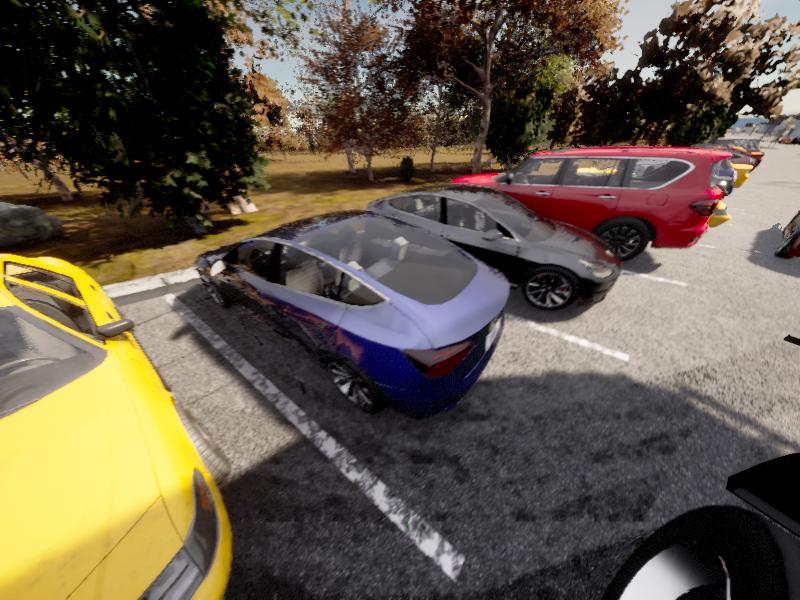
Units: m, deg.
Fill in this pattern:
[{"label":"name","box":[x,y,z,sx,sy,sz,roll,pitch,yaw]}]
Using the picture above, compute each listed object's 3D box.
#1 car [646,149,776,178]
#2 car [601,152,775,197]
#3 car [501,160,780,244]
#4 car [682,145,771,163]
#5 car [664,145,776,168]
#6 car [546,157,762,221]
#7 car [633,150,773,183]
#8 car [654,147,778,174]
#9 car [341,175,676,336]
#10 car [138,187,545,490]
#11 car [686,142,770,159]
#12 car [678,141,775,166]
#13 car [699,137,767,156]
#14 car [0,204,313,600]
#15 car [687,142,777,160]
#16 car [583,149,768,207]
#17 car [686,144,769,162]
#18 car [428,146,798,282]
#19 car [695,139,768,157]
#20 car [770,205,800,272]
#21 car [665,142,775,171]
[{"label":"car","box":[20.701,-9.452,15.848,4.792,1.488,2.163,20,39,27]},{"label":"car","box":[13.514,-6.414,11.554,5.008,1.535,2.097,21,40,28]},{"label":"car","box":[6.414,-3.356,7.273,5.366,1.575,1.946,21,40,29]},{"label":"car","box":[32.391,-14.714,23.225,4.674,1.452,2.002,19,39,26]},{"label":"car","box":[27.575,-12.674,20.305,5.366,1.575,1.946,19,40,27]},{"label":"car","box":[8.688,-4.404,8.749,4.892,1.521,2.231,21,40,28]},{"label":"car","box":[18.264,-8.438,14.434,4.792,1.488,2.163,20,40,28]},{"label":"car","box":[23.040,-10.518,17.287,5.008,1.535,2.097,20,40,27]},{"label":"car","box":[1.414,-1.390,4.592,4.792,1.488,2.163,21,40,29]},{"label":"car","box":[-1.079,-0.413,3.232,4.792,1.488,2.163,21,41,29]},{"label":"car","box":[39.128,-18.057,27.835,5.366,1.575,1.946,18,39,25]},{"label":"car","box":[30.090,-13.773,21.623,4.553,1.767,2.185,19,39,26]},{"label":"car","box":[43.930,-20.366,30.673,4.442,1.987,1.878,17,38,25]},{"label":"car","box":[-3.340,0.618,1.730,5.366,1.575,1.946,21,40,29]},{"label":"car","box":[37.159,-16.864,26.152,5.366,1.575,1.946,18,39,26]},{"label":"car","box":[11.125,-5.503,10.066,4.553,1.767,2.185,21,40,28]},{"label":"car","box":[34.700,-15.792,24.733,4.674,1.452,2.002,18,39,26]},{"label":"car","box":[3.799,-2.629,5.840,5.566,2.045,2.435,21,41,29]},{"label":"car","box":[41.592,-19.196,29.211,4.553,1.767,2.185,18,39,25]},{"label":"car","box":[10.079,-1.528,4.793,4.181,1.385,1.994,-22,41,-28]},{"label":"car","box":[25.365,-11.680,18.699,4.553,1.767,2.185,19,39,27]}]
